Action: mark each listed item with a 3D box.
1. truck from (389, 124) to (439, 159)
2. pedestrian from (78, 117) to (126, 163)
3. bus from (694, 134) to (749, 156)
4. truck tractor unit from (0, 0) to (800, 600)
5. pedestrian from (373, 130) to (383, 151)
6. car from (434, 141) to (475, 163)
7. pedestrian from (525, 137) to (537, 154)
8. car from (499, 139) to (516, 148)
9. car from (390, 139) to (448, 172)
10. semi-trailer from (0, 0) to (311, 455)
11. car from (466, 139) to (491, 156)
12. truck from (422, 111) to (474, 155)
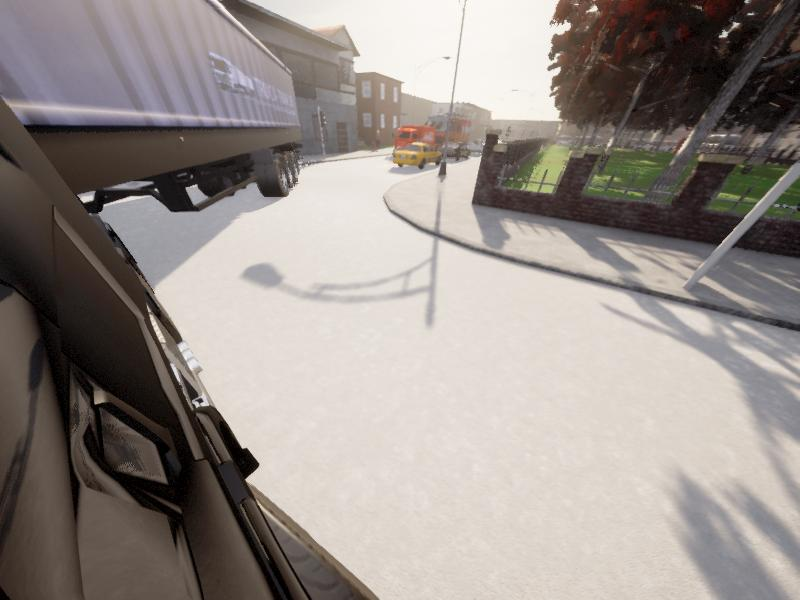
[{"bbox_3d":[1.420,-15.450,22.506,2.627,2.467,5.204,20,40,22],"label":"truck"},{"bbox_3d":[-15.449,-8.286,12.013,0.751,1.860,0.751,32,45,33],"label":"pedestrian"},{"bbox_3d":[83.152,-40.559,60.214,3.944,4.253,10.273,20,40,22],"label":"bus"},{"bbox_3d":[-2.645,-0.295,0.351,6.516,4.208,3.053,28,44,30],"label":"truck tractor unit"},{"bbox_3d":[-2.380,-17.331,25.082,0.751,1.860,0.751,17,39,18],"label":"pedestrian"},{"bbox_3d":[5.219,-14.029,21.747,2.033,1.411,5.357,20,40,21],"label":"car"},{"bbox_3d":[17.172,-20.219,30.267,0.751,1.860,0.751,20,40,22],"label":"pedestrian"},{"bbox_3d":[21.350,-31.062,45.773,1.994,1.385,4.181,23,41,25],"label":"car"},{"bbox_3d":[1.489,-10.386,16.437,1.801,1.575,5.366,20,40,22],"label":"car"},{"bbox_3d":[-5.127,-4.715,5.967,2.717,4.402,14.254,-4,37,-9],"label":"semi-trailer"},{"bbox_3d":[9.573,-18.521,27.971,1.845,1.501,3.633,19,40,21],"label":"car"},{"bbox_3d":[6.042,-20.443,28.397,2.891,3.827,8.468,21,40,23],"label":"truck"}]
